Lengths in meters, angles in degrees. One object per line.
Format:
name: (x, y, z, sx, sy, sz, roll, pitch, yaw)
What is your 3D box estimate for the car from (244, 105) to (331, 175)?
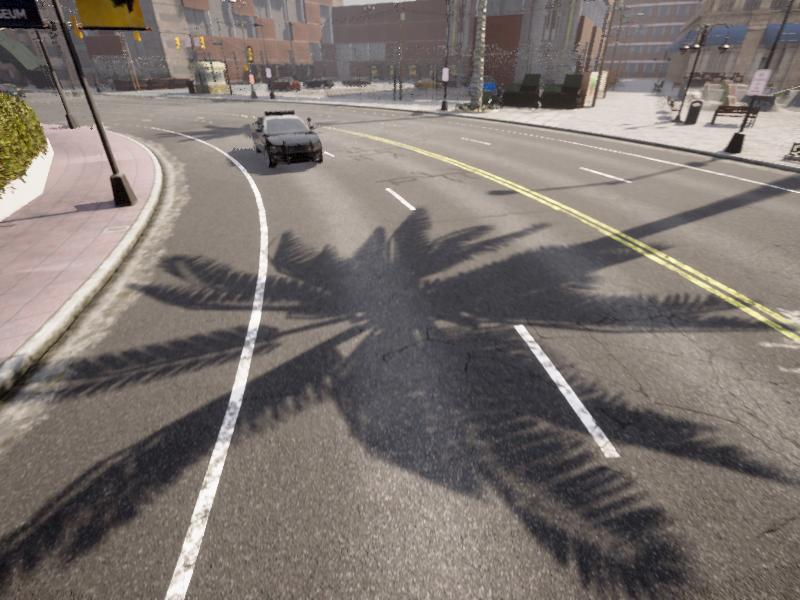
car: (-4.332, -6.144, 14.905, 1.930, 1.638, 5.238, -14, 33, -22)

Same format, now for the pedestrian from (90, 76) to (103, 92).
pedestrian: (-41.324, -29.447, 54.476, 0.751, 1.860, 0.751, 18, 35, 28)

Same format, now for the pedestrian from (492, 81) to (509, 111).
pedestrian: (7.282, -14.816, 29.050, 0.751, 1.860, 0.751, 24, 38, 35)

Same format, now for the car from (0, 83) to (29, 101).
car: (-45.992, -24.242, 46.490, 5.027, 1.651, 2.152, 15, 34, 24)

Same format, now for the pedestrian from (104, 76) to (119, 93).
pedestrian: (-37.808, -28.289, 52.466, 0.751, 1.860, 0.751, 16, 34, 25)

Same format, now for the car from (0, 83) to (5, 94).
car: (-56.951, -29.195, 54.936, 4.514, 1.525, 2.007, 15, 34, 24)
